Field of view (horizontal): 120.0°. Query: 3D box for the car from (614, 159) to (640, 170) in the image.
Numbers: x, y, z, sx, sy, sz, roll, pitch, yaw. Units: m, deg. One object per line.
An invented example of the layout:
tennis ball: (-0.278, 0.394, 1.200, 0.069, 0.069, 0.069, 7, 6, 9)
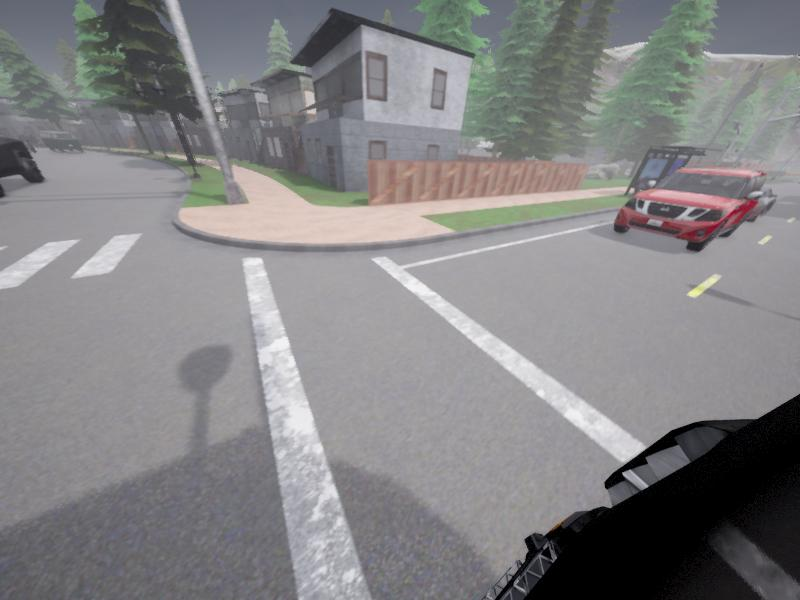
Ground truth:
car: (45.731, -27.243, 46.468, 4.605, 1.855, 1.932, -17, 38, -27)

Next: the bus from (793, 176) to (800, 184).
bus: (67.218, -20.390, 35.897, 10.273, 4.253, 3.944, -16, 38, -26)

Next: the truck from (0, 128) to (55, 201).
truck: (-16.597, -5.204, 8.603, 2.390, 2.098, 6.274, -22, 41, -33)

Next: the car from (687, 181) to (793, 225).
car: (16.614, -4.872, 11.310, 4.181, 1.385, 1.994, -16, 38, -26)

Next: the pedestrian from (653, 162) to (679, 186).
pedestrian: (24.848, -11.795, 21.594, 0.751, 1.860, 0.751, -18, 39, -29)

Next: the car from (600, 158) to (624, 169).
car: (44.093, -28.375, 48.052, 3.866, 1.878, 1.905, -17, 38, -27)

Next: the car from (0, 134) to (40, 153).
car: (-39.881, -16.085, 23.743, 3.633, 1.501, 1.845, 16, 36, 19)

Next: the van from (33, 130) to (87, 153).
van: (-38.815, -18.076, 26.407, 4.442, 1.987, 1.775, 16, 36, 19)

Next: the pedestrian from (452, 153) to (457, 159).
pedestrian: (13.645, -36.159, 57.915, 0.751, 1.300, 0.751, -23, 41, -33)

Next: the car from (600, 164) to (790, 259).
car: (9.710, -3.184, 7.632, 5.566, 2.045, 2.150, -16, 38, -26)
